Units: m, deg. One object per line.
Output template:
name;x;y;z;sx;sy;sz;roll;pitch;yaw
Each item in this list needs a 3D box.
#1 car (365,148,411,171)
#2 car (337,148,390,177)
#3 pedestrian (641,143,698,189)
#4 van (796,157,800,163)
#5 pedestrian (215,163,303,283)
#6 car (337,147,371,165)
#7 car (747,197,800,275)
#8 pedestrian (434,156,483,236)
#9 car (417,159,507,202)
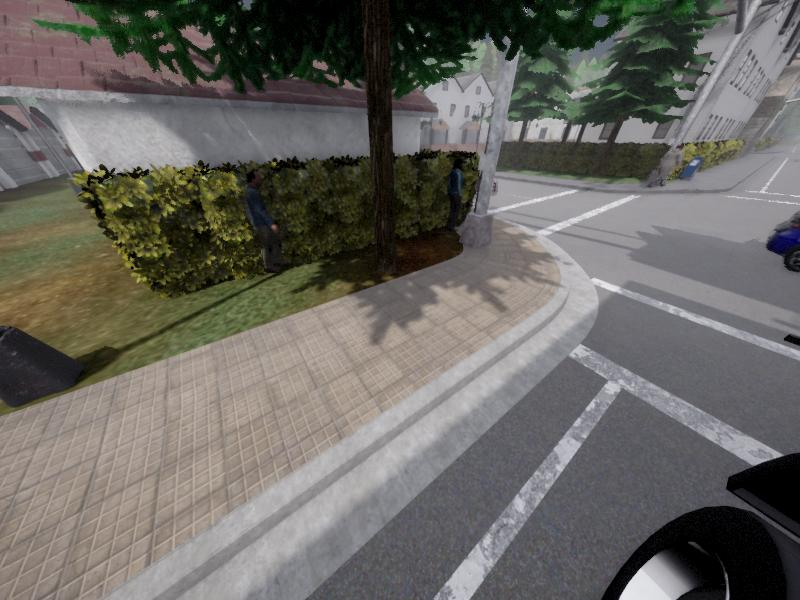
car;-1.236;-13.529;22.128;1.882;1.535;5.008;-22;41;-28
car;-3.121;-11.577;19.297;2.152;1.651;5.027;-22;41;-28
pedestrian;12.775;-6.380;11.027;0.751;1.860;0.751;-2;35;-2
van;42.445;-14.958;23.085;4.480;2.038;2.069;-22;41;-28
pedestrian;-2.486;-1.380;4.221;0.751;1.860;0.751;-20;40;-26
car;-5.451;-17.006;27.093;1.882;1.535;5.008;-22;41;-28
car;9.937;-0.785;3.900;1.816;1.474;4.193;-23;41;-27
pedestrian;1.532;-2.847;6.357;0.751;1.860;0.751;-15;38;-19
car;3.021;-6.416;12.148;1.994;1.385;4.181;-22;40;-28
